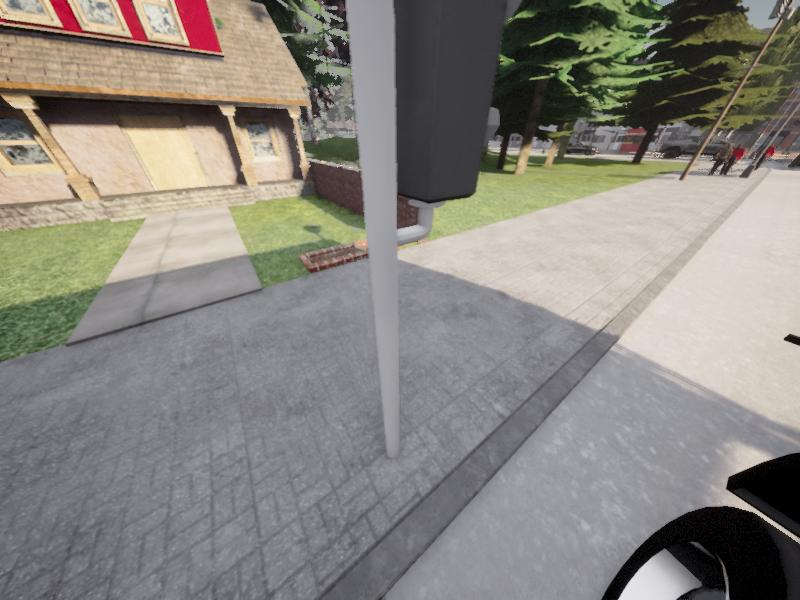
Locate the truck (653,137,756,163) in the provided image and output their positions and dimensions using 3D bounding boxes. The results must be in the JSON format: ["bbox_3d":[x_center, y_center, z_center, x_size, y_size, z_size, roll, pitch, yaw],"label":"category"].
[{"bbox_3d":[32.781,-16.458,25.222,2.390,2.098,6.274,-22,40,-28],"label":"truck"}]

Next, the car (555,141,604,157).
[{"bbox_3d":[25.840,-21.943,33.467,2.152,1.651,5.027,-22,41,-28],"label":"car"}]

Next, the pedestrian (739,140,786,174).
[{"bbox_3d":[24.520,-9.697,15.668,0.751,1.860,0.751,-13,37,-17],"label":"pedestrian"}]

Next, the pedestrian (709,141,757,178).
[{"bbox_3d":[20.408,-8.635,14.190,0.751,1.860,0.751,-17,39,-22],"label":"pedestrian"}]

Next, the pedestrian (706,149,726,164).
[{"bbox_3d":[29.134,-13.226,21.303,0.500,1.100,0.500,-13,37,-18],"label":"pedestrian"}]

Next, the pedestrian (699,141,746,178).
[{"bbox_3d":[19.732,-8.627,14.184,0.751,1.860,0.751,-17,39,-22],"label":"pedestrian"}]

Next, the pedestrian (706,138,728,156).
[{"bbox_3d":[40.037,-19.298,29.182,0.751,1.860,0.751,-19,39,-24],"label":"pedestrian"}]

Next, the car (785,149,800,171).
[{"bbox_3d":[32.322,-10.758,17.675,1.816,1.474,4.193,28,44,34],"label":"car"}]
